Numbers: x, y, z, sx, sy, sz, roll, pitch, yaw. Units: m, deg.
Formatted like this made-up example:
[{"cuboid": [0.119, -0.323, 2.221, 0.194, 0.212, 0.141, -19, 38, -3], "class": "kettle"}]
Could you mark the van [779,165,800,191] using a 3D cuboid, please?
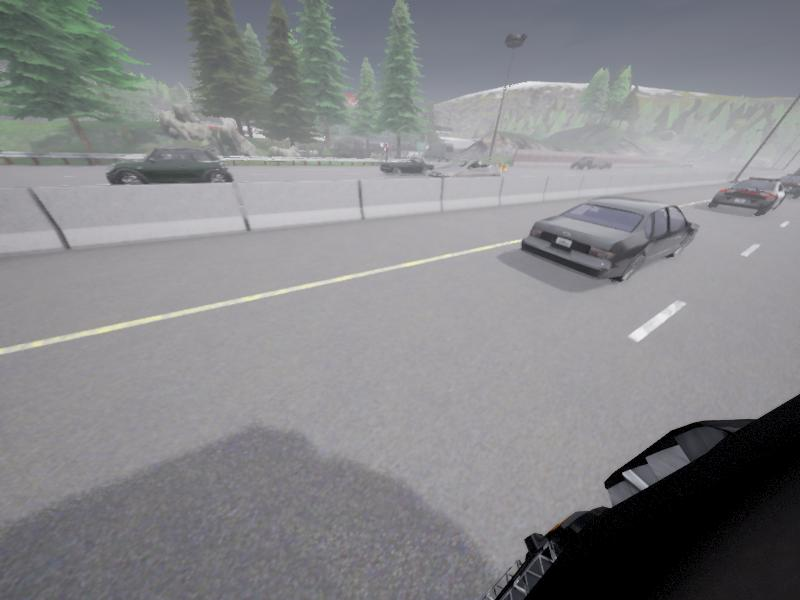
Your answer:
[{"cuboid": [43.419, -13.130, 24.409, 5.915, 2.561, 1.988, -16, 38, -26], "class": "van"}]

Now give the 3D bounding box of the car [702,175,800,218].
[{"cuboid": [19.059, -5.712, 12.455, 4.974, 1.542, 2.038, -16, 38, -26], "class": "car"}]

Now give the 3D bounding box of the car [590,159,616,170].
[{"cuboid": [36.294, -24.188, 41.253, 3.705, 1.549, 1.789, -16, 38, -26], "class": "car"}]

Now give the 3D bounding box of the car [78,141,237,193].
[{"cuboid": [-10.650, -6.277, 10.866, 4.553, 1.767, 2.097, -16, 38, -26], "class": "car"}]

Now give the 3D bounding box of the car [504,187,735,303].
[{"cuboid": [5.344, -1.708, 5.595, 5.357, 1.411, 2.033, -16, 38, -26], "class": "car"}]

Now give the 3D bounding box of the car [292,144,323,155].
[{"cuboid": [-17.283, -28.181, 43.252, 5.008, 1.535, 1.882, -16, 38, -26], "class": "car"}]

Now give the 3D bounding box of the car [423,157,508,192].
[{"cuboid": [4.264, -8.247, 15.058, 5.027, 1.651, 2.152, -16, 38, -26], "class": "car"}]

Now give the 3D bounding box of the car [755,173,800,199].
[{"cuboid": [31.680, -9.344, 18.797, 4.974, 1.542, 2.038, -16, 38, -26], "class": "car"}]

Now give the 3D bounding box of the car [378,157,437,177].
[{"cuboid": [0.658, -11.578, 20.052, 4.718, 1.301, 1.895, -16, 38, -26], "class": "car"}]

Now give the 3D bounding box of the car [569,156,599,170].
[{"cuboid": [30.300, -22.603, 38.141, 3.866, 1.878, 1.905, -16, 38, -26], "class": "car"}]

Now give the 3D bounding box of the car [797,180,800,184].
[{"cuboid": [56.281, -16.419, 31.173, 4.514, 1.525, 2.007, -16, 38, -26], "class": "car"}]

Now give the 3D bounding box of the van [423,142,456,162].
[{"cuboid": [6.475, -25.065, 39.117, 1.988, 2.561, 5.915, -16, 38, -26], "class": "van"}]

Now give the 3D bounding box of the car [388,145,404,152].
[{"cuboid": [-1.420, -56.981, 86.908, 5.566, 2.045, 2.150, -16, 38, -26], "class": "car"}]

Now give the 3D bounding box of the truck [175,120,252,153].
[{"cuboid": [-29.025, -25.764, 36.724, 8.468, 3.827, 2.891, -15, 38, -25], "class": "truck"}]

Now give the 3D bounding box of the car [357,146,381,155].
[{"cuboid": [-6.527, -32.049, 49.642, 2.163, 1.488, 4.792, 30, 42, 34], "class": "car"}]
